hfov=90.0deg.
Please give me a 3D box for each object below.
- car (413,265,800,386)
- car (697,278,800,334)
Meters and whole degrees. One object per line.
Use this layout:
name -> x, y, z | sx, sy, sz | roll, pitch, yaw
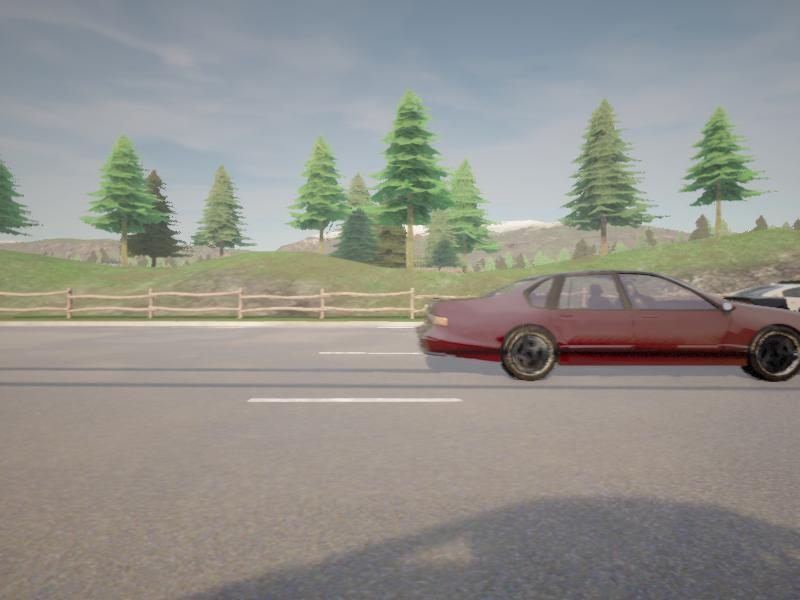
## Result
car -> 2.897, 0.296, 5.698 | 5.357, 1.411, 2.033 | 0, 0, 0
car -> 12.761, 0.178, 12.704 | 5.238, 1.638, 1.930 | 0, 0, 0
